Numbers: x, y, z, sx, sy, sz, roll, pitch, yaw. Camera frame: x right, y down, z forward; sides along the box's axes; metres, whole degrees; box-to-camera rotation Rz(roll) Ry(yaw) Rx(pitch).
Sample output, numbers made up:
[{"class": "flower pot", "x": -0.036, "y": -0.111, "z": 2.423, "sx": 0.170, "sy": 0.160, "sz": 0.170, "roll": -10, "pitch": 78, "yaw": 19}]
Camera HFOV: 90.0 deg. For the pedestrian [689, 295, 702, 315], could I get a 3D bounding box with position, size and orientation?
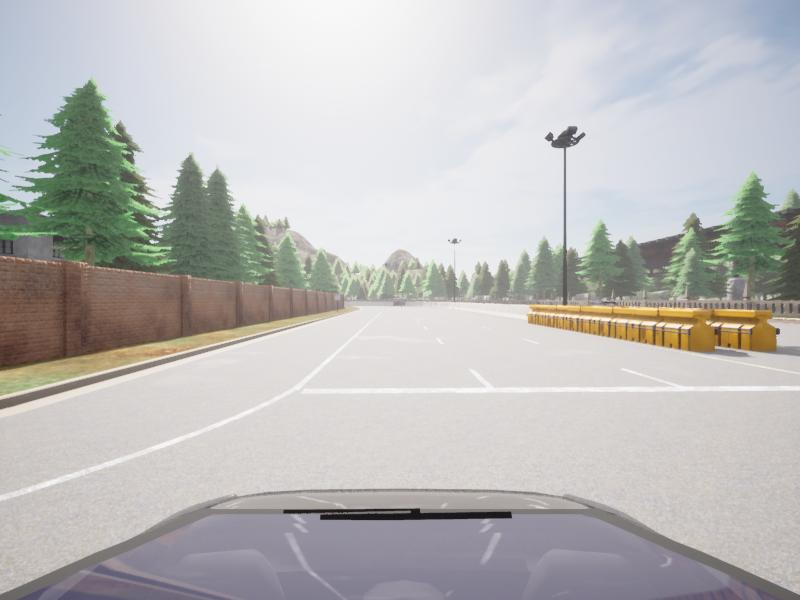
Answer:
[{"class": "pedestrian", "x": 28.960, "y": 0.485, "z": 39.184, "sx": 0.751, "sy": 1.860, "sz": 0.751, "roll": 0, "pitch": 0, "yaw": -1}]
